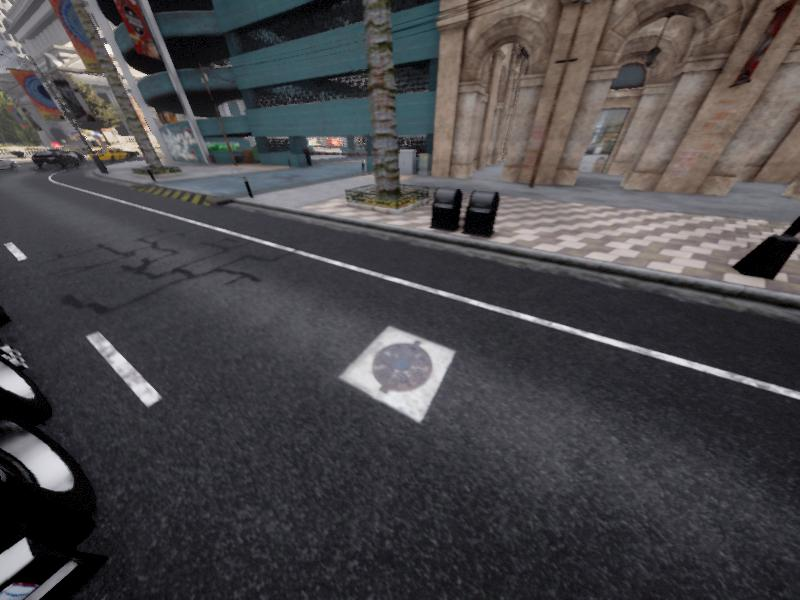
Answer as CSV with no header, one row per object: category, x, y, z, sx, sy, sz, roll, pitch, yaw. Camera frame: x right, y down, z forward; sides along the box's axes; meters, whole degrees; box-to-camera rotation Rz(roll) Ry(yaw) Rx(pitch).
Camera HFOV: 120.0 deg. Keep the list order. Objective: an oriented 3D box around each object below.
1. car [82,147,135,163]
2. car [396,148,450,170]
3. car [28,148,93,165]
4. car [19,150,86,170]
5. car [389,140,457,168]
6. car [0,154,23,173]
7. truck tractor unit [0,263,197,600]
car,-39.725,-19.988,31.724,1.801,1.575,5.366,-9,36,-12
car,2.070,-13.278,21.620,4.514,1.523,2.007,18,39,24
car,-42.375,-18.092,29.067,2.038,1.542,4.974,-11,36,-15
car,-36.051,-14.759,24.239,2.128,1.511,4.902,-20,39,-26
car,2.017,-13.616,21.420,5.566,2.045,2.435,18,39,24
car,-37.696,-12.391,21.039,1.895,1.301,4.718,-22,40,-28
truck tractor unit,-5.114,-0.296,0.786,6.516,4.208,3.053,18,39,24
